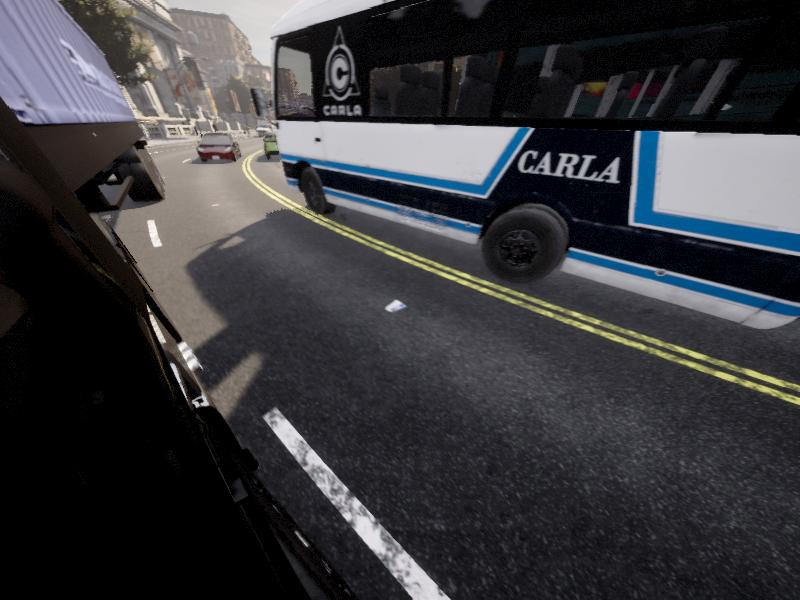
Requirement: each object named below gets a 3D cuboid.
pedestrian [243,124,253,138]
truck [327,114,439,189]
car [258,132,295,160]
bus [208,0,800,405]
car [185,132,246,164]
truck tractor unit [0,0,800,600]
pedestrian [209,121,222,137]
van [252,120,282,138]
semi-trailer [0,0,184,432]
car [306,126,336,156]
[{"bbox_3d":[-25.337,-28.158,38.464,0.751,1.860,0.751,-7,38,-13],"label":"pedestrian"},{"bbox_3d":[-1.042,-7.354,11.407,2.627,2.467,5.204,-24,42,-31],"label":"truck"},{"bbox_3d":[-9.703,-12.308,18.386,2.007,1.525,4.514,-11,39,-18],"label":"car"},{"bbox_3d":[1.166,-3.496,4.892,10.273,4.253,3.944,26,43,29],"label":"bus"},{"bbox_3d":[-12.215,-10.424,15.719,2.163,1.488,4.792,-12,39,-19],"label":"car"},{"bbox_3d":[-2.645,-0.295,0.351,6.516,4.208,3.053,28,44,30],"label":"truck tractor unit"},{"bbox_3d":[-28.000,-25.947,35.054,0.751,1.860,0.751,-5,37,-10],"label":"pedestrian"},{"bbox_3d":[-24.337,-31.526,42.638,2.351,2.431,6.366,-1,37,-6],"label":"van"},{"bbox_3d":[-7.890,-4.044,4.901,2.717,4.402,14.254,-25,45,-31],"label":"semi-trailer"},{"bbox_3d":[-7.588,-15.293,22.105,2.150,2.045,5.566,-8,37,-15],"label":"car"}]
